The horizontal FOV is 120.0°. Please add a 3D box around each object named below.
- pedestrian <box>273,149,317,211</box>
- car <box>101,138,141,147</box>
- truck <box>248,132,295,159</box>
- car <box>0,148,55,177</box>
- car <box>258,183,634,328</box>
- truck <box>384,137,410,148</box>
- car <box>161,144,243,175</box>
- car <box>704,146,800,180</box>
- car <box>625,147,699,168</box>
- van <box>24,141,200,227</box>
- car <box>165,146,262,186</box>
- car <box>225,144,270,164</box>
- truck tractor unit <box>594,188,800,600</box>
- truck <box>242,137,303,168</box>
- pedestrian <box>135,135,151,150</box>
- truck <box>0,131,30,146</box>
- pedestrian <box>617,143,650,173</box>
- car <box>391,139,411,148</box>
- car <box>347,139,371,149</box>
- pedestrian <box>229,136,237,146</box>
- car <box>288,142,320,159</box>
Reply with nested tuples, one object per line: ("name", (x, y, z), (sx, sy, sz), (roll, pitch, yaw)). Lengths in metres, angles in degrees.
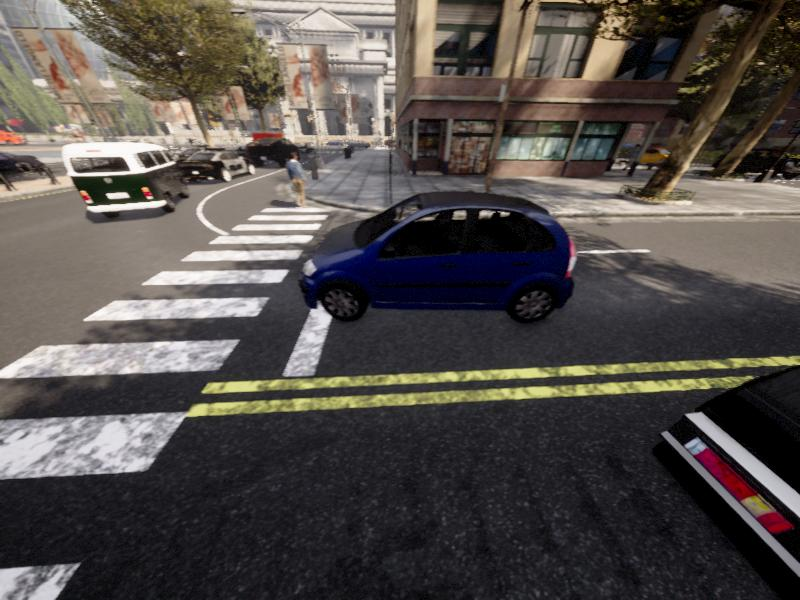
("pedestrian", (-3.667, -4.253, 8.222), (0.751, 1.860, 0.751), (5, 36, 6))
("car", (-59.397, -33.588, 49.210), (5.357, 1.411, 2.033), (-1, 35, -3))
("truck", (-15.114, -18.541, 27.724), (2.627, 2.467, 5.204), (-1, 35, -2))
("car", (-25.866, -8.345, 14.108), (2.033, 1.411, 5.357), (-1, 35, -2))
("car", (0.488, -0.798, 3.671), (3.988, 1.617, 1.851), (0, 35, 0))
("truck", (-0.849, -38.934, 57.028), (6.274, 2.098, 2.390), (-1, 35, -2))
("car", (-14.536, -10.792, 17.517), (1.930, 1.638, 5.238), (-1, 35, -2))
("car", (27.000, -10.355, 17.312), (1.932, 1.855, 4.605), (-1, 35, -2))
("car", (26.628, -14.784, 23.850), (1.882, 1.535, 5.008), (-1, 35, -2))
("van", (-9.296, -4.406, 8.240), (2.069, 2.038, 4.480), (-16, 39, -22))
("car", (-10.843, -8.345, 14.119), (1.930, 1.638, 5.238), (-1, 35, -2))
("car", (-14.821, -14.371, 22.703), (1.970, 1.475, 3.806), (-1, 35, -2))
("truck tractor unit", (5.365, 0.155, 0.150), (6.516, 4.208, 3.053), (-3, 35, -5))
("truck", (-11.239, -13.601, 21.133), (2.390, 2.098, 6.274), (-1, 35, -2))
("pedestrian", (-41.301, -25.312, 37.108), (0.751, 1.860, 0.751), (6, 36, 7))
("truck", (-78.994, -31.926, 45.654), (5.204, 2.467, 2.627), (-14, 38, -19))
("pedestrian", (17.353, -10.585, 17.204), (0.751, 1.860, 0.751), (-7, 36, -10))
("car", (0.186, -36.752, 54.330), (4.611, 1.667, 2.242), (-1, 35, -2))
("car", (-8.518, -32.553, 48.282), (4.611, 1.667, 2.242), (-1, 35, -2))
("pedestrian", (-40.519, -38.511, 56.003), (0.751, 1.860, 0.751), (-3, 35, -5))
("car", (-11.632, -18.350, 28.336), (2.128, 1.511, 4.902), (-1, 35, -2))
